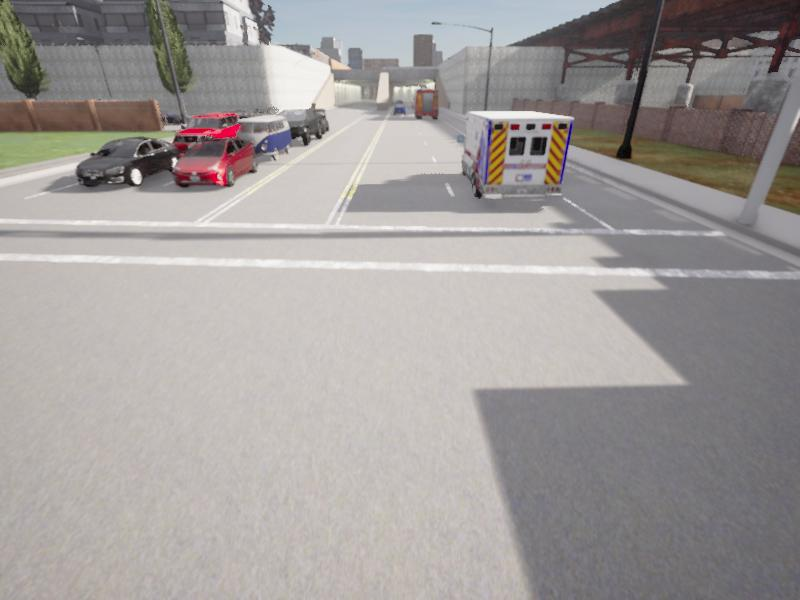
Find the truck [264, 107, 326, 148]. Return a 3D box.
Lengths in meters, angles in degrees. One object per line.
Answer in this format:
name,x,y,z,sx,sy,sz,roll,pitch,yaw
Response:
truck,-6.937,-11.907,27.373,2.390,2.098,6.274,0,27,1

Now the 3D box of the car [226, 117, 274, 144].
car,-10.576,-12.135,28.528,1.970,1.475,3.806,-1,27,-1

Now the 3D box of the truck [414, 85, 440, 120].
truck,3.449,-26.320,53.233,2.891,3.827,8.468,0,27,0

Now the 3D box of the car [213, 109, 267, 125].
car,-17.565,-20.210,44.161,4.902,1.511,2.128,0,27,0

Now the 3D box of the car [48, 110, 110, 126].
car,-35.287,-20.055,44.064,4.892,1.490,1.837,-1,27,0

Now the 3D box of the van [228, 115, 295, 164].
van,-7.022,-8.465,20.849,1.775,1.987,4.442,0,27,0

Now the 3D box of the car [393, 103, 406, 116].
car,-0.056,-29.382,61.669,1.882,1.535,5.008,0,27,0

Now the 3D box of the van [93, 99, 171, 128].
van,-27.159,-18.980,40.768,5.915,2.561,1.988,-1,27,0

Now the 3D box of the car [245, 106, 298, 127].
car,-12.864,-18.428,40.279,4.605,1.855,1.932,8,26,17

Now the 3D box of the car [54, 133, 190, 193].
car,-10.517,-5.532,15.753,1.837,1.490,4.892,0,27,0

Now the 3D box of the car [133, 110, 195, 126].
car,-25.954,-20.094,44.151,5.357,1.411,2.033,0,27,0

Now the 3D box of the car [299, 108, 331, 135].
car,-7.144,-15.196,33.954,1.905,1.878,3.866,-1,27,-1

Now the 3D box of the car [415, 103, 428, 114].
car,3.441,-31.365,65.564,1.812,1.442,4.674,0,27,0

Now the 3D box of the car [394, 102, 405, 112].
car,-0.065,-35.864,74.332,2.033,1.411,5.357,0,27,0

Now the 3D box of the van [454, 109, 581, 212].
van,3.485,-5.064,13.690,2.351,2.431,6.366,0,27,0

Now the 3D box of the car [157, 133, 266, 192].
car,-7.015,-5.457,15.537,2.007,1.525,4.514,0,27,0

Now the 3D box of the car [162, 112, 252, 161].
car,-10.481,-9.288,22.407,2.150,2.045,5.566,0,27,0
